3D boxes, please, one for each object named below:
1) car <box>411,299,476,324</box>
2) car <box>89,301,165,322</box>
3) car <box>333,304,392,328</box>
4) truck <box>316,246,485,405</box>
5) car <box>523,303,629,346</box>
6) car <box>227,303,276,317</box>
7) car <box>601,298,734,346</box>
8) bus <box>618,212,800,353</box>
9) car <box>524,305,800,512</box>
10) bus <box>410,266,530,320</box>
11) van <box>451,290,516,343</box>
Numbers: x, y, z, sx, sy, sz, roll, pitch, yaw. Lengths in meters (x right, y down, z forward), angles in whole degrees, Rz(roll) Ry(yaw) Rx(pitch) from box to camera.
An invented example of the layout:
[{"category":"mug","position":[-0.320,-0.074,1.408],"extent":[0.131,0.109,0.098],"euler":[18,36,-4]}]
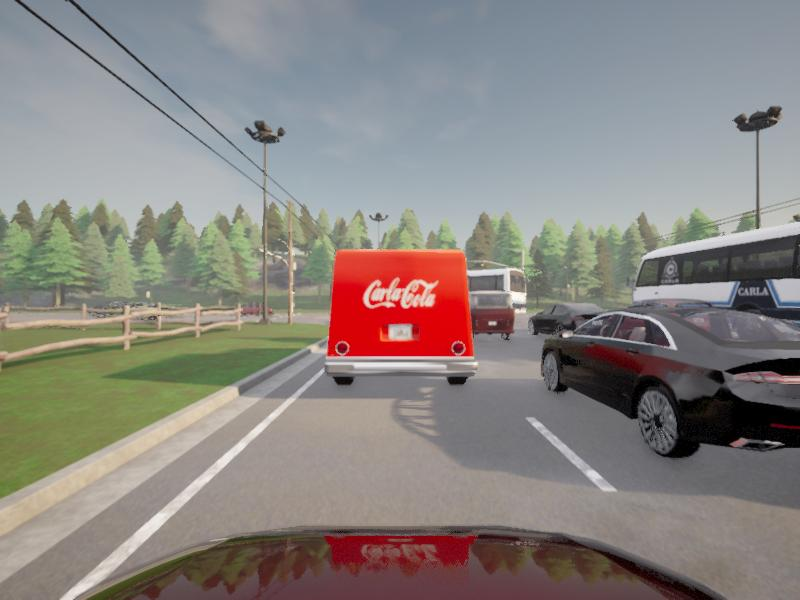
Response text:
[{"category":"car","position":[3.146,0.799,29.961],"extent":[2.242,1.667,4.611],"euler":[1,-1,-37]},{"category":"car","position":[-20.917,0.871,30.758],"extent":[4.514,1.525,2.007],"euler":[0,0,2]},{"category":"car","position":[-2.502,0.943,25.783],"extent":[1.994,1.385,4.181],"euler":[1,0,-36]},{"category":"truck","position":[0.010,0.377,8.821],"extent":[2.627,2.467,5.204],"euler":[0,0,0]},{"category":"car","position":[6.934,0.874,16.497],"extent":[2.163,1.488,4.792],"euler":[0,0,-2]},{"category":"car","position":[-15.126,0.963,40.904],"extent":[4.181,1.385,1.994],"euler":[0,0,5]},{"category":"car","position":[10.463,0.779,16.224],"extent":[2.242,1.667,4.611],"euler":[0,0,-1]},{"category":"bus","position":[13.869,-0.511,16.535],"extent":[3.944,4.253,10.273],"euler":[0,0,-1]},{"category":"car","position":[3.505,0.843,5.462],"extent":[2.128,1.511,4.902],"euler":[0,0,0]},{"category":"bus","position":[6.107,-0.487,36.704],"extent":[10.273,4.253,3.944],"euler":[0,-2,43]},{"category":"van","position":[3.419,0.623,17.259],"extent":[1.775,1.987,4.442],"euler":[0,0,-2]}]
